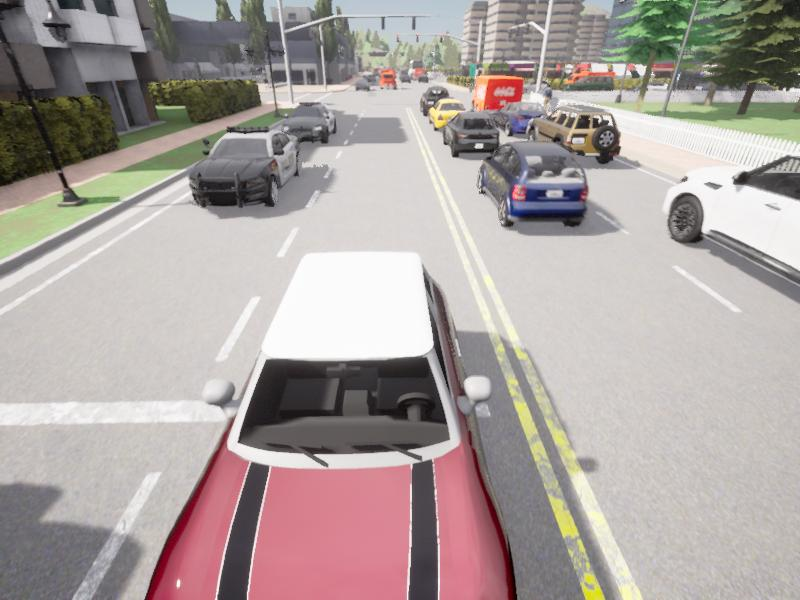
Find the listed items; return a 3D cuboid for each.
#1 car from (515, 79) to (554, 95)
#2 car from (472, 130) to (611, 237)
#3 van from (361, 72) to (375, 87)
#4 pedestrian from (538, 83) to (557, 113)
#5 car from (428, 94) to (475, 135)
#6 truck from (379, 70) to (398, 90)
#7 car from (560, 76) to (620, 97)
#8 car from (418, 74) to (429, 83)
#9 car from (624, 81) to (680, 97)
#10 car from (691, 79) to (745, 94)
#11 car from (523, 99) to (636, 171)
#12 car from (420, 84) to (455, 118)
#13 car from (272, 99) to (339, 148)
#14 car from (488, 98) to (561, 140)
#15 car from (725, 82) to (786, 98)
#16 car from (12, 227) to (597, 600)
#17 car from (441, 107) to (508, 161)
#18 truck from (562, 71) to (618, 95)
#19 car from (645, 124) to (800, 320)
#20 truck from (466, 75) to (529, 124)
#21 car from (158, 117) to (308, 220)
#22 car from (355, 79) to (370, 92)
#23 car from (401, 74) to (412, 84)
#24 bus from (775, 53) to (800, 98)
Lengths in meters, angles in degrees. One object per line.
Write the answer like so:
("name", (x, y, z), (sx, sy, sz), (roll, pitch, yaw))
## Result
("car", (16.466, -26.214, 49.204), (3.988, 1.617, 1.851), (0, 30, 0))
("car", (2.987, -2.902, 9.420), (1.789, 1.549, 3.705), (-1, 31, -1))
("van", (-5.474, -38.179, 69.193), (2.069, 2.038, 4.480), (-1, 30, -1))
("pedestrian", (10.256, -14.054, 27.823), (0.751, 1.860, 0.751), (-1, 30, -1))
("car", (2.675, -10.374, 22.155), (1.801, 1.575, 5.366), (-1, 30, -1))
("truck", (-1.720, -32.281, 58.688), (2.627, 2.467, 5.204), (-1, 30, -1))
("car", (21.848, -24.718, 46.220), (5.566, 2.045, 2.150), (-1, 30, -2))
("car", (4.721, -45.379, 81.896), (1.930, 1.638, 5.238), (-1, 30, -1))
("car", (29.292, -24.665, 46.650), (4.974, 1.542, 2.038), (-1, 30, -2))
("car", (39.710, -26.724, 50.064), (4.856, 1.649, 2.033), (-1, 30, -2))
("car", (6.351, -6.296, 14.898), (1.932, 1.855, 4.605), (-1, 30, -1))
("car", (2.528, -14.062, 28.158), (1.932, 1.855, 4.605), (-1, 30, -1))
("car", (-4.247, -8.436, 18.884), (2.038, 1.542, 4.974), (-1, 30, -1))
("car", (6.213, -9.423, 20.633), (2.163, 1.488, 4.792), (-1, 30, -1))
("car", (39.050, -23.113, 44.022), (4.514, 1.525, 2.007), (-1, 30, -2))
("car", (-0.353, 0.795, 3.174), (1.970, 1.475, 3.806), (-1, 30, -1))
("car", (2.821, -6.802, 16.156), (1.816, 1.474, 4.193), (-1, 30, -1))
("truck", (23.253, -26.700, 49.198), (5.204, 2.467, 2.627), (-1, 30, -3))
("car", (6.568, -1.159, 5.955), (2.150, 2.045, 5.566), (-1, 30, -1))
("truck", (6.080, -13.071, 25.886), (2.627, 2.467, 5.204), (-1, 30, -1))
("car", (-4.053, -3.825, 10.898), (1.930, 1.638, 5.238), (-1, 30, -1))
("car", (-5.136, -29.783, 55.433), (1.812, 1.442, 4.674), (-1, 30, -1))
("car", (1.229, -45.089, 81.579), (2.007, 1.525, 4.514), (-1, 30, -1))
("bus", (48.754, -24.579, 43.824), (10.273, 4.253, 3.944), (-1, 30, -2))
